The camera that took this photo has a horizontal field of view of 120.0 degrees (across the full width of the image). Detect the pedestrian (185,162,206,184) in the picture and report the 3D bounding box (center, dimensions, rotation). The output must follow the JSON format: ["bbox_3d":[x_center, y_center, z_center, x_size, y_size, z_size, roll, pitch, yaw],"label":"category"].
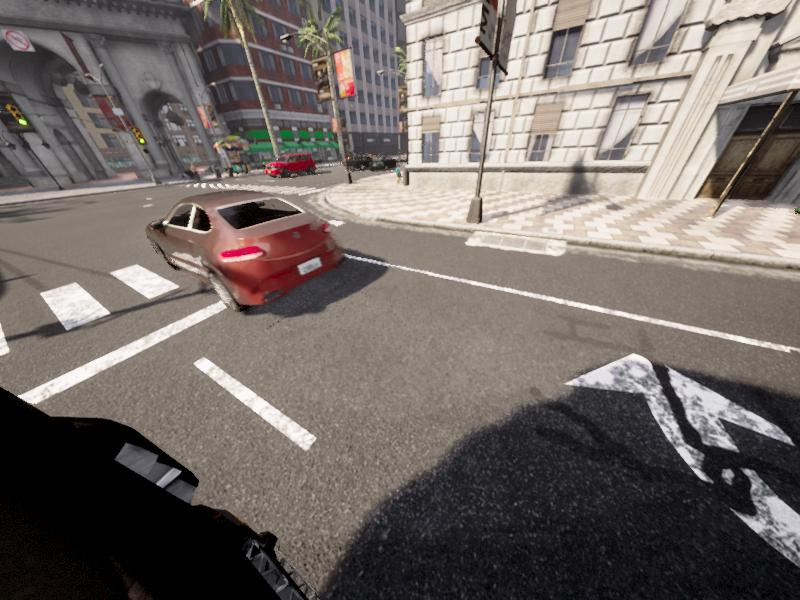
[{"bbox_3d":[-20.164,-12.550,22.802,0.751,1.860,0.751,-29,42,-34],"label":"pedestrian"}]

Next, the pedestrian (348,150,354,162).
[{"bbox_3d":[-9.609,-28.169,45.244,0.751,1.860,0.751,-21,37,-25],"label":"pedestrian"}]

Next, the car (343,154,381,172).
[{"bbox_3d":[-4.647,-17.192,28.935,1.837,1.490,4.892,16,38,26],"label":"car"}]

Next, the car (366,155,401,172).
[{"bbox_3d":[-1.815,-16.091,27.156,1.994,1.385,4.181,16,38,26],"label":"car"}]

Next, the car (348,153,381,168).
[{"bbox_3d":[-5.068,-20.606,34.040,1.801,1.575,5.366,16,38,27],"label":"car"}]

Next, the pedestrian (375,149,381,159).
[{"bbox_3d":[-4.819,-32.013,50.659,0.751,1.860,0.751,24,42,34],"label":"pedestrian"}]

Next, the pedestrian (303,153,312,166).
[{"bbox_3d":[-15.372,-23.295,38.353,0.751,1.860,0.751,3,34,10],"label":"pedestrian"}]

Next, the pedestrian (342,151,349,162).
[{"bbox_3d":[-10.852,-28.518,45.871,0.751,1.860,0.751,21,40,31],"label":"pedestrian"}]

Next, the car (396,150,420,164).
[{"bbox_3d":[1.339,-22.925,36.999,1.851,1.617,3.988,18,39,28],"label":"car"}]

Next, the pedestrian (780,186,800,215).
[{"bbox_3d":[11.152,-3.101,5.745,0.751,1.860,0.751,7,35,15],"label":"pedestrian"}]

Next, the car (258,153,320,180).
[{"bbox_3d":[-11.668,-14.431,24.835,2.150,2.045,5.566,16,38,26],"label":"car"}]

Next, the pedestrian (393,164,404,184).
[{"bbox_3d":[-0.069,-8.179,15.001,0.500,1.100,0.500,16,38,26],"label":"pedestrian"}]

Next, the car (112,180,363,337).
[{"bbox_3d":[-3.481,-1.388,4.876,5.027,1.651,2.152,20,40,30],"label":"car"}]

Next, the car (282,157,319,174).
[{"bbox_3d":[-12.591,-17.122,29.404,1.789,1.549,3.705,16,38,26],"label":"car"}]

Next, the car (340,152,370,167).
[{"bbox_3d":[-7.100,-22.525,36.905,2.097,1.767,4.553,16,38,27],"label":"car"}]
